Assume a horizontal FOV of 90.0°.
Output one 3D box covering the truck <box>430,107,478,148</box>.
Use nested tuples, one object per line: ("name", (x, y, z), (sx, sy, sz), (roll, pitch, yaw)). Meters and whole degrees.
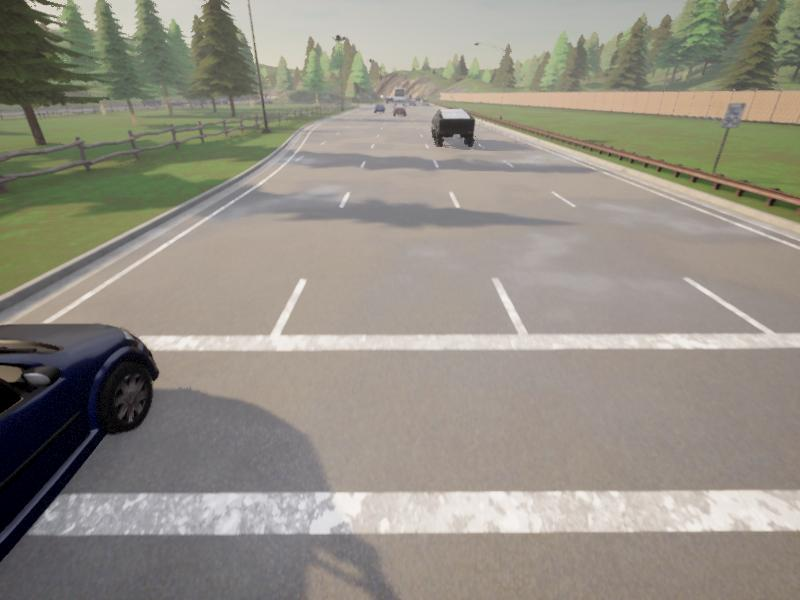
("truck", (3.476, -11.808, 27.168), (2.390, 2.098, 6.274), (0, 27, 0))

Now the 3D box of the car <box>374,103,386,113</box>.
("car", (-3.553, -34.376, 71.580), (1.816, 1.474, 4.193), (0, 27, 0))

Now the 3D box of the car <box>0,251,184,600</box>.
("car", (-3.504, 1.143, 2.630), (1.851, 1.617, 3.988), (0, 27, 0))
